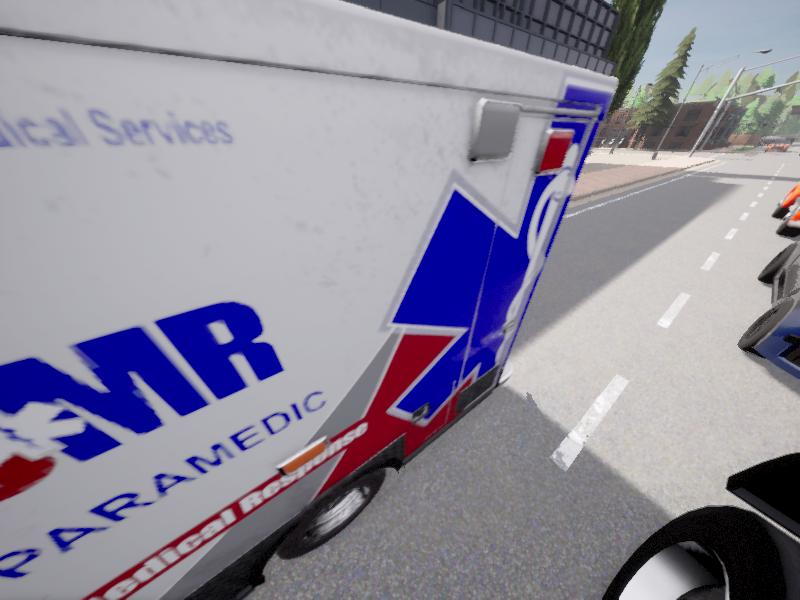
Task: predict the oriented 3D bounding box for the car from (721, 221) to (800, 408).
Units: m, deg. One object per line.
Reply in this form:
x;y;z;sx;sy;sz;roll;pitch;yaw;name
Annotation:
6.268;-0.088;2.555;4.611;1.667;2.242;-22;41;-28;car

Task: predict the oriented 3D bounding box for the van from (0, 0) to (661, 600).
-2.128;0.560;1.030;6.366;2.431;2.351;-22;41;-28;van

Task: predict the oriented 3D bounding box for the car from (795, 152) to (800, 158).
51.289;-17.559;27.227;2.007;1.525;4.514;-20;40;-26;car

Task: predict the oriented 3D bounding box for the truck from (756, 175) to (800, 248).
12.241;-2.826;5.712;5.204;2.467;2.627;-22;40;-28;truck

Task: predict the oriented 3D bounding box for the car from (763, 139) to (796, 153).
61.970;-25.201;37.712;4.553;1.767;2.097;-22;41;-28;car
